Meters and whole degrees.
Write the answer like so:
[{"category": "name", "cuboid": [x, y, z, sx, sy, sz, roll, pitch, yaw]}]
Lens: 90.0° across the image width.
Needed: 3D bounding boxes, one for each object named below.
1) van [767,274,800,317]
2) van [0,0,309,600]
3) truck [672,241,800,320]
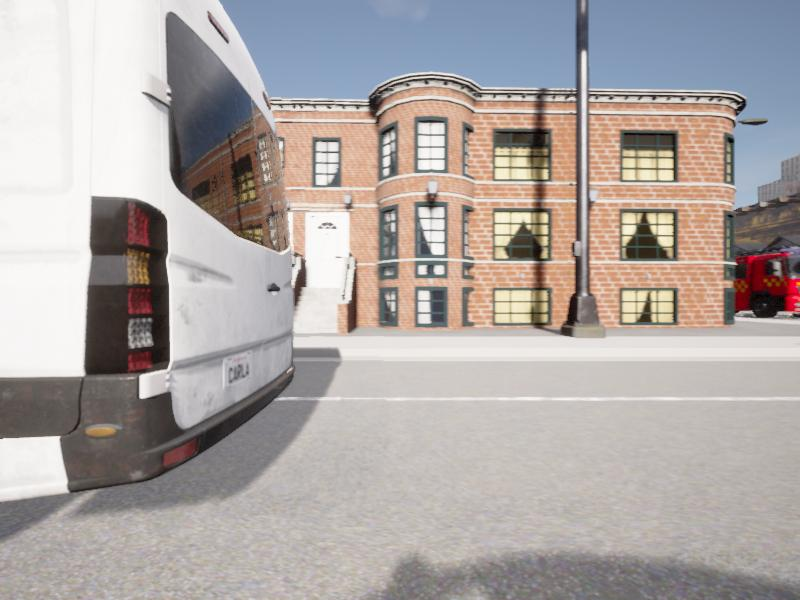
[{"category": "van", "cuboid": [23.844, -0.234, 21.573, 2.351, 2.431, 6.366, 0, 0, 1]}, {"category": "van", "cuboid": [-3.685, -0.276, 2.219, 5.915, 2.561, 1.988, 0, 0, 0]}, {"category": "truck", "cuboid": [20.247, -0.931, 23.453, 2.891, 3.827, 8.468, 0, 0, 0]}]
